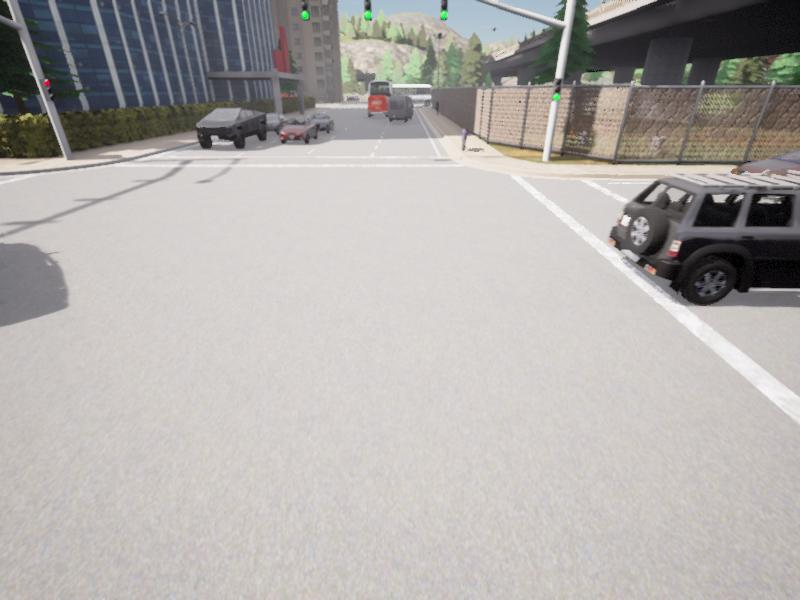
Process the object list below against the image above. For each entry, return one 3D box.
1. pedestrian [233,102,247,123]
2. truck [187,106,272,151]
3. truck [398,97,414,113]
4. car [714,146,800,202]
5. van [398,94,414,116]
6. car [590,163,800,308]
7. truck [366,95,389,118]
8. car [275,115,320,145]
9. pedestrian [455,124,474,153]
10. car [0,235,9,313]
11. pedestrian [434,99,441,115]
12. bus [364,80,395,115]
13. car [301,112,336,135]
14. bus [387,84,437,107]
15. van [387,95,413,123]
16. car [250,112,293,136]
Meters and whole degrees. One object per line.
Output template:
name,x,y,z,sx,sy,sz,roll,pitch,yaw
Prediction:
pedestrian,-15.490,-18.170,38.811,0.751,1.860,0.751,1,28,2
truck,-10.142,-10.665,24.579,2.390,2.098,6.274,0,28,1
truck,0.892,-30.480,62.468,2.390,2.098,6.274,0,28,1
car,13.198,-4.113,12.943,4.181,1.385,1.994,0,28,1
van,0.791,-26.774,54.907,1.988,2.561,5.915,0,28,1
car,6.099,-1.141,6.684,4.605,1.855,1.932,1,28,0
truck,-2.769,-24.659,50.932,2.627,2.467,5.204,0,27,1
car,-6.619,-11.201,26.276,1.816,1.474,4.193,0,28,1
pedestrian,3.304,-8.282,20.494,0.751,1.300,0.751,8,29,14
car,-8.327,-0.976,6.728,2.007,1.525,4.514,-23,35,-37
pedestrian,4.861,-24.878,51.629,0.751,1.860,0.751,1,28,3
bus,-2.771,-29.891,59.021,3.944,4.253,10.273,0,28,1
car,-6.541,-14.397,32.503,1.994,1.385,4.181,0,28,0
bus,2.445,-43.179,84.543,10.273,4.253,3.944,0,28,1
van,0.090,-21.039,43.943,1.988,2.561,5.915,4,28,7
car,-10.043,-14.017,31.696,1.812,1.442,4.674,0,28,1
